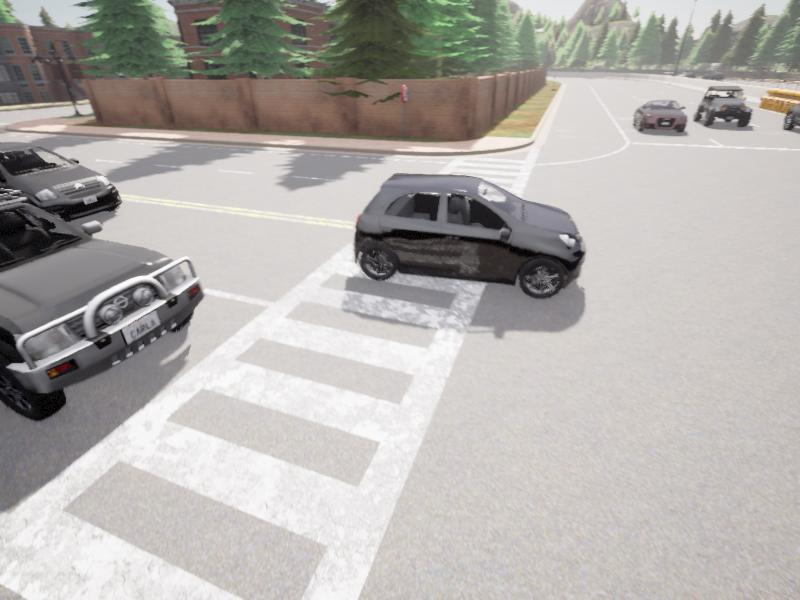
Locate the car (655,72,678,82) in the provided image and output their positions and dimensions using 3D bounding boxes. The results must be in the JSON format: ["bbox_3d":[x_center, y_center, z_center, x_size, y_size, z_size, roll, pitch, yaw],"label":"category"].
[{"bbox_3d":[50.034,-41.906,75.189,1.970,1.475,3.806,3,30,6],"label":"car"}]

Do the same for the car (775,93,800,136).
[{"bbox_3d":[20.040,-8.488,18.480,2.152,1.651,5.027,10,32,18],"label":"car"}]

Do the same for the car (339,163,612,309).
[{"bbox_3d":[1.119,-1.188,6.523,3.633,1.501,1.845,7,31,13],"label":"car"}]

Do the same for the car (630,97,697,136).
[{"bbox_3d":[13.562,-9.650,20.871,1.994,1.385,4.181,10,32,18],"label":"car"}]

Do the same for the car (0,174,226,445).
[{"bbox_3d":[-4.806,-0.285,4.775,4.605,1.855,1.932,10,32,19],"label":"car"}]

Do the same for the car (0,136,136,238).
[{"bbox_3d":[-8.761,-2.773,9.390,3.988,1.617,1.851,10,32,18],"label":"car"}]

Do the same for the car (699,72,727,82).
[{"bbox_3d":[56.518,-40.334,72.243,1.837,1.490,4.892,4,31,9],"label":"car"}]

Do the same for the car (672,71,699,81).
[{"bbox_3d":[53.582,-42.060,75.180,2.038,1.542,4.974,3,30,6],"label":"car"}]

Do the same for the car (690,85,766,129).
[{"bbox_3d":[17.917,-10.754,22.142,1.905,1.878,3.866,10,32,18],"label":"car"}]
